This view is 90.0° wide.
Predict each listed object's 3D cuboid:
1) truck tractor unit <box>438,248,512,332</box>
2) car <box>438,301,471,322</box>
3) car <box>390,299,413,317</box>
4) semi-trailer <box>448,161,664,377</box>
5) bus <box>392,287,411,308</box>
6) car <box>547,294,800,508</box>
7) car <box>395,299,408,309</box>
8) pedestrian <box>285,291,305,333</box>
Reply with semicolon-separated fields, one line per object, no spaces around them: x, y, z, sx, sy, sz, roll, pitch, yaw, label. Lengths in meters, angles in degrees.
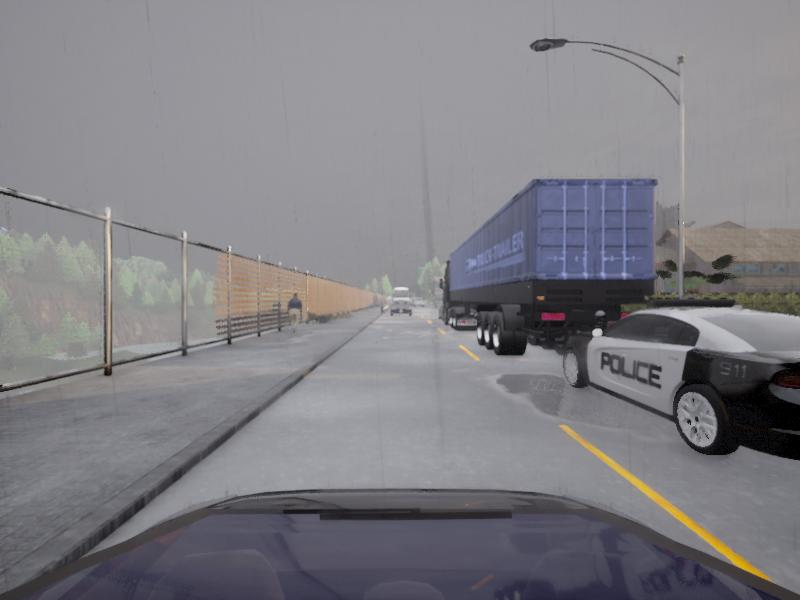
4.059;-0.520;23.195;3.053;4.208;6.516;0;0;0;truck tractor unit
4.085;0.816;30.978;1.882;1.535;5.008;0;0;0;car
0.113;0.771;39.517;2.152;1.651;5.027;0;0;0;car
4.038;-0.622;15.282;2.717;4.402;14.254;0;0;0;semi-trailer
0.384;-0.558;86.909;3.944;4.253;10.273;0;0;0;bus
4.004;0.783;5.679;1.930;1.638;5.238;0;0;0;car
0.214;0.737;71.479;2.242;1.667;4.611;0;0;0;car
-4.742;0.528;18.102;0.751;1.860;0.751;0;0;-6;pedestrian
